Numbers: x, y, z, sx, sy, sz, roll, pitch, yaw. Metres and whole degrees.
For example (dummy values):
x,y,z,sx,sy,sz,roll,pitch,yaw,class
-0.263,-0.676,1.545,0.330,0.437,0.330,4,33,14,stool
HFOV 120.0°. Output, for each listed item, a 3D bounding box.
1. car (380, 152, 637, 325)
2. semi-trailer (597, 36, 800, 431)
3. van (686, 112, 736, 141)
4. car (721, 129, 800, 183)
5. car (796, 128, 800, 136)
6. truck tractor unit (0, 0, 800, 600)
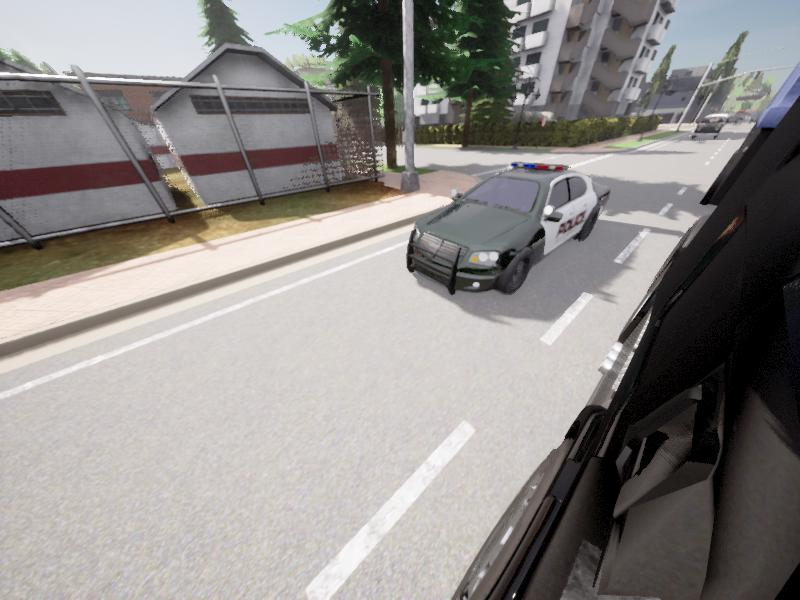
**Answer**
x,y,z,sx,sy,sz,roll,pitch,yaw,class
2.289,-1.747,4.553,4.974,1.542,2.038,-28,44,-30,car
8.731,-3.584,4.192,14.254,4.402,2.717,-28,44,-29,semi-trailer
31.306,-17.458,23.264,4.480,2.038,2.069,-29,44,-29,van
15.518,-6.061,9.543,3.806,1.475,1.970,-28,43,-30,car
41.587,-17.270,22.768,5.366,1.575,1.801,-28,44,-30,car
2.645,-0.295,0.352,6.516,4.208,3.053,-28,44,-30,truck tractor unit
